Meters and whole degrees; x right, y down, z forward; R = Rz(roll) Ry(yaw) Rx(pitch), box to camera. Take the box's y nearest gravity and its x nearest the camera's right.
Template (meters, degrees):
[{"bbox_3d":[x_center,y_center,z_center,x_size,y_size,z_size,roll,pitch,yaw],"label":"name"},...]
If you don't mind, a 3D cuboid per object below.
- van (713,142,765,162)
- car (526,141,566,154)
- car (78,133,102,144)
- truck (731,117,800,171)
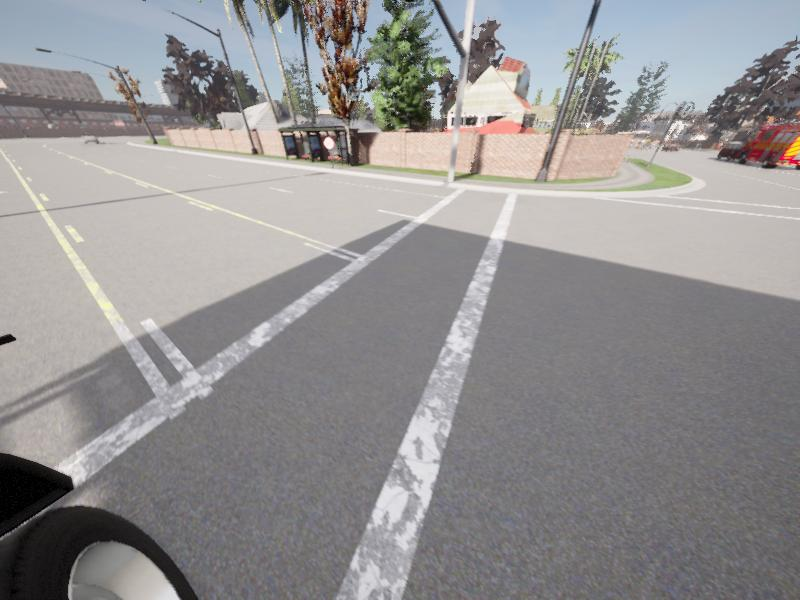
[{"bbox_3d":[42.023,-18.524,28.825,1.775,1.987,4.442,19,39,25],"label":"van"},{"bbox_3d":[23.244,-24.363,36.844,5.027,1.636,2.152,21,40,27],"label":"car"},{"bbox_3d":[-55.061,-28.776,41.086,1.845,1.501,3.633,-28,45,-34],"label":"car"},{"bbox_3d":[37.253,-14.965,22.130,2.891,3.827,8.468,21,40,27],"label":"truck"}]
